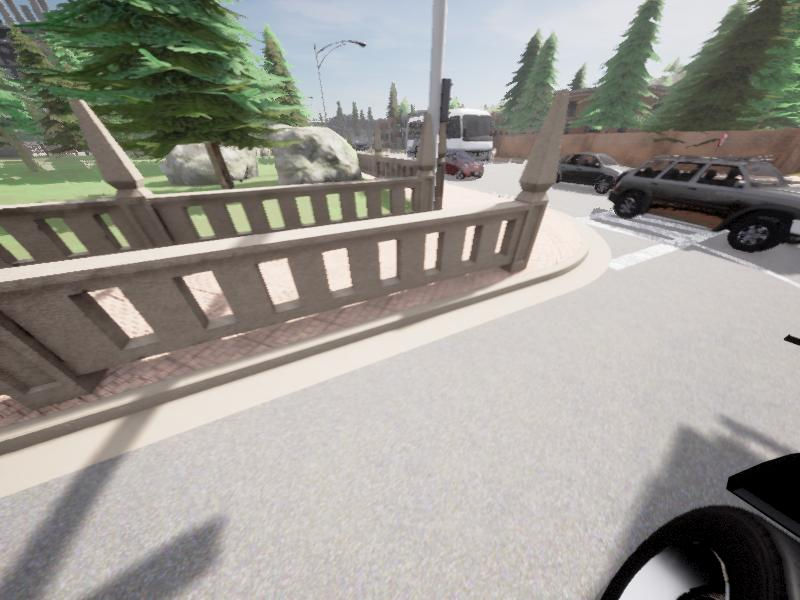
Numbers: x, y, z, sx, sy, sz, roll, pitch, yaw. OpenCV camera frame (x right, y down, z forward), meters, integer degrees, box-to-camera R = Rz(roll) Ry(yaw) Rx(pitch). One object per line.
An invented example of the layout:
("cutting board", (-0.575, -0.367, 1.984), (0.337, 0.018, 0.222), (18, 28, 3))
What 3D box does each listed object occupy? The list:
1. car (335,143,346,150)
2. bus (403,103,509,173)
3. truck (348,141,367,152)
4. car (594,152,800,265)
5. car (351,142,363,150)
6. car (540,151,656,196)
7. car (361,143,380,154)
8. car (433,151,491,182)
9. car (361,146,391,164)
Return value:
("car", (-16.965, -43.843, 65.946), (1.816, 1.474, 4.193), (-16, 38, -20))
("bus", (4.274, -14.995, 21.746), (3.944, 4.253, 10.273), (-16, 37, -20))
("truck", (-9.738, -35.430, 53.210), (2.390, 2.098, 6.274), (-16, 38, -20))
("car", (8.658, -2.904, 6.376), (1.932, 1.855, 4.605), (-8, 35, -11))
("car", (-11.922, -42.536, 63.849), (2.033, 1.649, 4.856), (-16, 38, -20))
("car", (10.094, -6.837, 12.243), (1.851, 1.617, 3.988), (-16, 38, -21))
("car", (-5.951, -30.700, 46.768), (2.152, 1.651, 5.027), (-16, 38, -20))
("car", (4.105, -9.268, 15.896), (1.845, 1.501, 3.633), (-16, 37, -20))
("car", (-3.075, -17.895, 28.358), (1.801, 1.575, 5.366), (-16, 38, -20))
